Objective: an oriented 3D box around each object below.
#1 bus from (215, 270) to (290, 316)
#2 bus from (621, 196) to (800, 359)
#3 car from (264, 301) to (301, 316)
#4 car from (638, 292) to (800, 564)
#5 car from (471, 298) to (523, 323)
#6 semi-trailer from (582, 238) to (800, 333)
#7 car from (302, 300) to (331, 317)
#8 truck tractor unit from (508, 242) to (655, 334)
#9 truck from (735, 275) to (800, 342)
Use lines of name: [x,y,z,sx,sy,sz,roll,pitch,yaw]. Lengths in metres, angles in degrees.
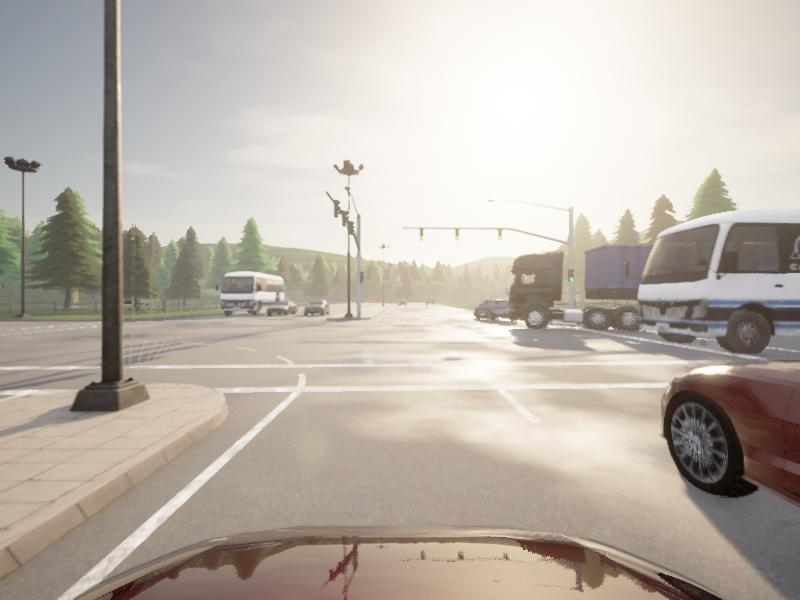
bus: [-14.847,-0.640,41.473,3.944,4.253,10.273,0,0,0]
bus: [13.126,-0.563,12.471,10.273,4.253,3.944,0,0,0]
car: [-11.471,0.794,39.398,2.033,1.411,5.357,0,0,0]
car: [3.501,0.776,1.566,2.152,1.651,5.027,0,0,0]
car: [6.991,0.702,29.463,2.033,1.649,4.856,-1,0,-9]
semi-trailer: [16.914,-0.671,19.864,14.254,4.402,2.717,0,0,4]
car: [-7.970,0.746,38.712,1.837,1.490,4.892,0,0,0]
truck tractor unit: [9.109,-0.576,20.887,6.516,4.208,3.053,0,0,18]
truck: [17.234,0.319,16.136,5.204,2.467,2.627,0,0,1]
